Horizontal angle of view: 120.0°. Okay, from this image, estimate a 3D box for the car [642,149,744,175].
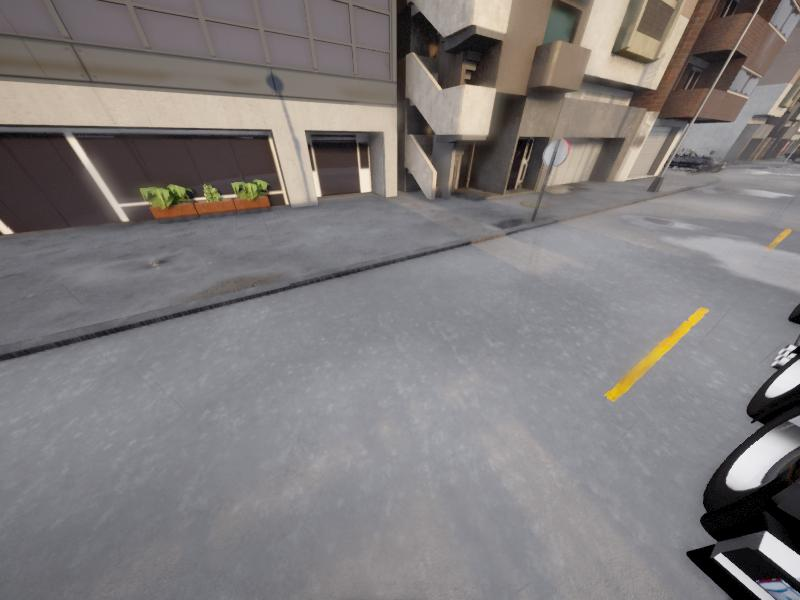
[{"bbox_3d":[25.635,-12.408,20.579,2.152,1.651,5.027,-9,36,-14],"label":"car"}]

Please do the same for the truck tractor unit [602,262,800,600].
[{"bbox_3d":[5.107,-0.304,0.786,6.516,4.208,3.053,-18,39,-24],"label":"truck tractor unit"}]
